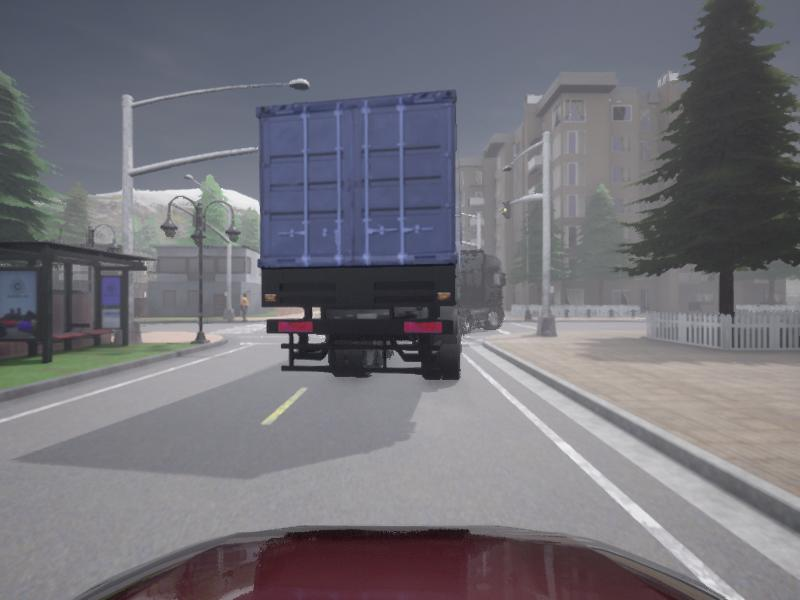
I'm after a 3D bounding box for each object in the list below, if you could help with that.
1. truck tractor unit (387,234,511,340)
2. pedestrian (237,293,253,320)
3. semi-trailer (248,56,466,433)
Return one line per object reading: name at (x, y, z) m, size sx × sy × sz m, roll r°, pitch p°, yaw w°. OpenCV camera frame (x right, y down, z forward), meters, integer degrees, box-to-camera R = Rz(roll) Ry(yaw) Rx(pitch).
truck tractor unit at (2.623, -0.542, 19.377) m, size 3.053 × 4.208 × 6.516 m, roll 0°, pitch 0°, yaw 37°
pedestrian at (-10.628, 0.431, 27.367) m, size 0.751 × 1.860 × 0.751 m, roll 0°, pitch 0°, yaw 7°
semi-trailer at (0.518, -0.638, 11.928) m, size 2.717 × 4.402 × 14.254 m, roll 0°, pitch 0°, yaw 9°
